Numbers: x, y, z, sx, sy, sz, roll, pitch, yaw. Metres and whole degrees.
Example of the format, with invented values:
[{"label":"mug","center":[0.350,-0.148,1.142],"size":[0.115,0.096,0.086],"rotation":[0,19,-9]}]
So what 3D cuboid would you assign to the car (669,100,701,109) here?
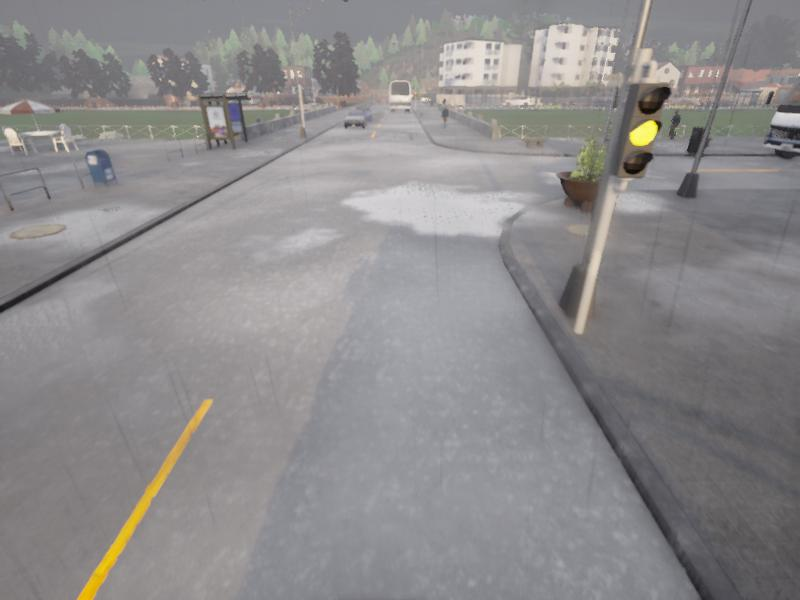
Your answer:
[{"label":"car","center":[51.855,-35.636,72.782],"size":[4.181,1.385,1.994],"rotation":[0,28,0]}]

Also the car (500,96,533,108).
[{"label":"car","center":[22.157,-37.764,76.226],"size":[5.566,2.045,2.150],"rotation":[0,28,0]}]

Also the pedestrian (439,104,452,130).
[{"label":"pedestrian","center":[3.657,-14.800,32.354],"size":[0.751,1.860,0.751],"rotation":[9,29,18]}]

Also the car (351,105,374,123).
[{"label":"car","center":[-3.962,-20.148,43.236],"size":[2.007,1.525,4.514],"rotation":[0,28,0]}]

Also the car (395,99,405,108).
[{"label":"car","center":[0.070,-38.420,78.120],"size":[1.837,1.490,4.892],"rotation":[0,28,0]}]

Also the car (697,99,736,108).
[{"label":"car","center":[60.342,-37.506,76.307],"size":[5.357,1.411,2.033],"rotation":[0,28,0]}]

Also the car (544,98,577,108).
[{"label":"car","center":[30.622,-37.593,76.307],"size":[5.238,1.638,1.930],"rotation":[0,28,0]}]

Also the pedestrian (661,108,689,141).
[{"label":"pedestrian","center":[17.292,-11.048,25.204],"size":[0.751,1.860,0.751],"rotation":[0,28,0]}]

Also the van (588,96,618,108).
[{"label":"van","center":[38.567,-37.751,76.211],"size":[4.442,1.987,1.775],"rotation":[0,28,0]}]

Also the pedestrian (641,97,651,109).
[{"label":"pedestrian","center":[41.869,-33.518,67.986],"size":[0.751,1.860,0.751],"rotation":[0,28,0]}]

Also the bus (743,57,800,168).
[{"label":"bus","center":[22.419,-8.214,17.452],"size":[10.273,4.253,3.944],"rotation":[0,28,0]}]

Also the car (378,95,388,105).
[{"label":"car","center":[-3.916,-47.187,94.285],"size":[2.150,2.045,5.566],"rotation":[0,28,0]}]

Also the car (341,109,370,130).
[{"label":"car","center":[-3.957,-16.458,36.337],"size":[2.033,1.411,5.357],"rotation":[0,28,0]}]

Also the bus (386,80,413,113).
[{"label":"bus","center":[-0.065,-32.521,63.893],"size":[3.944,4.253,10.273],"rotation":[0,28,0]}]

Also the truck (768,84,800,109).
[{"label":"truck","center":[72.691,-36.726,72.172],"size":[8.468,3.827,2.891],"rotation":[0,28,0]}]
